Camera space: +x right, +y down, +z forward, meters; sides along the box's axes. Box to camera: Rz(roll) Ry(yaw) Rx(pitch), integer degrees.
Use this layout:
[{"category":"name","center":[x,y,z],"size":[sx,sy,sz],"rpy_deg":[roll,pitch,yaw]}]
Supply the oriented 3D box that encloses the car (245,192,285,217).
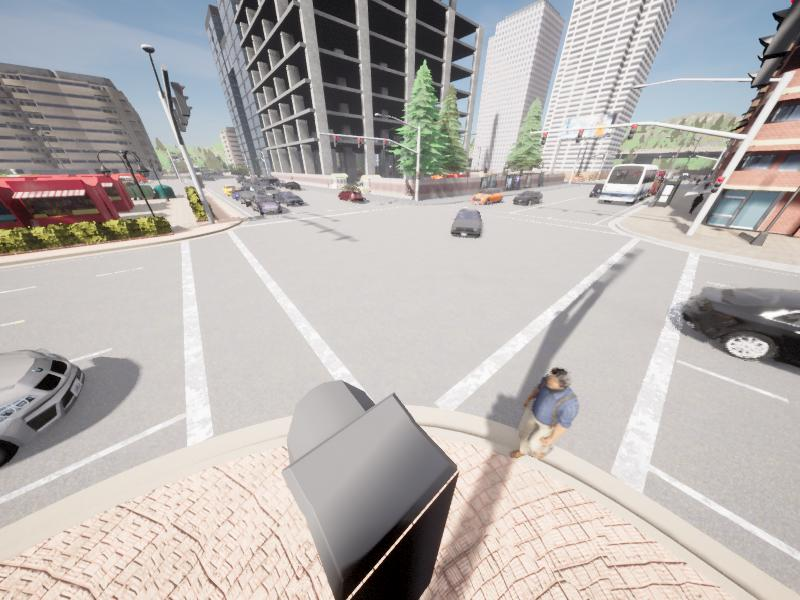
[{"category":"car","center":[-13.363,-9.559,22.824],"size":[2.033,1.649,4.856],"rpy_deg":[-23,37,-34]}]

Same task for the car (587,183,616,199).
[{"category":"car","center":[29.977,-16.310,34.363],"size":[3.866,1.878,1.905],"rpy_deg":[-23,37,-34]}]

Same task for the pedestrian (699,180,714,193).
[{"category":"pedestrian","center":[50.476,-18.631,38.062],"size":[0.751,1.860,0.751],"rpy_deg":[-21,36,-32]}]

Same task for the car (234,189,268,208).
[{"category":"car","center":[-17.514,-11.947,27.107],"size":[2.163,1.488,4.792],"rpy_deg":[-23,37,-34]}]

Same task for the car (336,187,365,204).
[{"category":"car","center":[-6.436,-13.580,29.808],"size":[1.851,1.617,3.988],"rpy_deg":[-23,37,-34]}]

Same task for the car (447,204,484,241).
[{"category":"car","center":[4.748,-5.675,16.402],"size":[2.033,1.411,5.357],"rpy_deg":[9,31,15]}]

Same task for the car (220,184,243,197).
[{"category":"car","center":[-26.393,-17.199,36.147],"size":[1.882,1.535,5.008],"rpy_deg":[-23,37,-34]}]

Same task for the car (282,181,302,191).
[{"category":"car","center":[-20.830,-22.031,44.517],"size":[1.882,1.535,5.008],"rpy_deg":[-23,37,-34]}]

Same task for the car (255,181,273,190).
[{"category":"car","center":[-27.697,-23.301,46.885],"size":[1.994,1.385,4.181],"rpy_deg":[-23,37,-34]}]

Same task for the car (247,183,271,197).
[{"category":"car","center":[-22.624,-17.681,36.989],"size":[2.038,1.542,4.974],"rpy_deg":[-23,37,-34]}]

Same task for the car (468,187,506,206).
[{"category":"car","center":[10.697,-12.767,28.327],"size":[4.553,1.767,2.097],"rpy_deg":[-22,37,-34]}]

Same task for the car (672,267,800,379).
[{"category":"car","center":[9.593,0.922,4.800],"size":[1.837,1.490,4.892],"rpy_deg":[-27,40,-36]}]

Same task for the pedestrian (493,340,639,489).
[{"category":"pedestrian","center":[1.955,1.530,3.033],"size":[0.751,1.860,0.751],"rpy_deg":[-5,30,-9]}]

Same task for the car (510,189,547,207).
[{"category":"car","center":[15.622,-12.414,28.014],"size":[4.892,1.490,1.837],"rpy_deg":[-23,37,-34]}]

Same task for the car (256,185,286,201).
[{"category":"car","center":[-17.959,-14.993,32.193],"size":[2.242,1.667,4.611],"rpy_deg":[-23,37,-34]}]

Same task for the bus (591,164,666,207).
[{"category":"bus","center":[29.081,-14.753,29.311],"size":[10.273,4.253,3.944],"rpy_deg":[-23,37,-34]}]

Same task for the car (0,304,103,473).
[{"category":"car","center":[-7.986,1.961,2.938],"size":[4.611,1.667,2.242],"rpy_deg":[-22,37,-34]}]

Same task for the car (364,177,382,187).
[{"category":"car","center":[-5.875,-25.875,50.553],"size":[1.905,1.878,3.866],"rpy_deg":[-23,37,-34]}]

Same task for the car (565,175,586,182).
[{"category":"car","center":[53.857,-37.422,71.035],"size":[2.097,1.767,4.553],"rpy_deg":[-22,37,-34]}]

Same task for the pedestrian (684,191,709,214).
[{"category":"pedestrian","center":[27.551,-9.069,21.500],"size":[0.751,1.860,0.751],"rpy_deg":[-26,39,-37]}]

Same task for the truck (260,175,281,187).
[{"category":"truck","center":[-30.214,-27.803,53.953],"size":[2.390,2.098,6.274],"rpy_deg":[-23,37,-34]}]

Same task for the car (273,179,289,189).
[{"category":"car","center":[-25.198,-24.615,48.975],"size":[1.789,1.549,3.705],"rpy_deg":[-23,37,-34]}]

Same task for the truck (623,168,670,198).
[{"category":"truck","center":[38.913,-18.603,36.395],"size":[8.468,3.827,2.891],"rpy_deg":[-23,37,-34]}]

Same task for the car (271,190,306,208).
[{"category":"car","center":[-13.316,-12.140,27.528],"size":[2.033,1.411,5.357],"rpy_deg":[-23,37,-34]}]

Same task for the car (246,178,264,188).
[{"category":"car","center":[-32.368,-26.160,51.584],"size":[2.152,1.651,5.027],"rpy_deg":[-23,37,-34]}]

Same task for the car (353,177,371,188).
[{"category":"car","center":[-8.128,-24.929,48.916],"size":[1.905,1.878,3.866],"rpy_deg":[-23,37,-34]}]

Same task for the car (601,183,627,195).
[{"category":"car","center":[36.103,-18.722,38.890],"size":[5.366,1.575,1.801],"rpy_deg":[-23,37,-34]}]

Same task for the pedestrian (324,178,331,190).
[{"category":"pedestrian","center":[-13.694,-22.017,43.817],"size":[0.751,1.860,0.751],"rpy_deg":[-23,37,-34]}]

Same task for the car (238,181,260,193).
[{"category":"car","center":[-27.408,-20.545,41.840],"size":[1.930,1.638,5.238],"rpy_deg":[-23,37,-34]}]

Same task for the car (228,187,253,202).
[{"category":"car","center":[-21.746,-14.437,31.426],"size":[1.816,1.474,4.193],"rpy_deg":[-23,37,-34]}]
